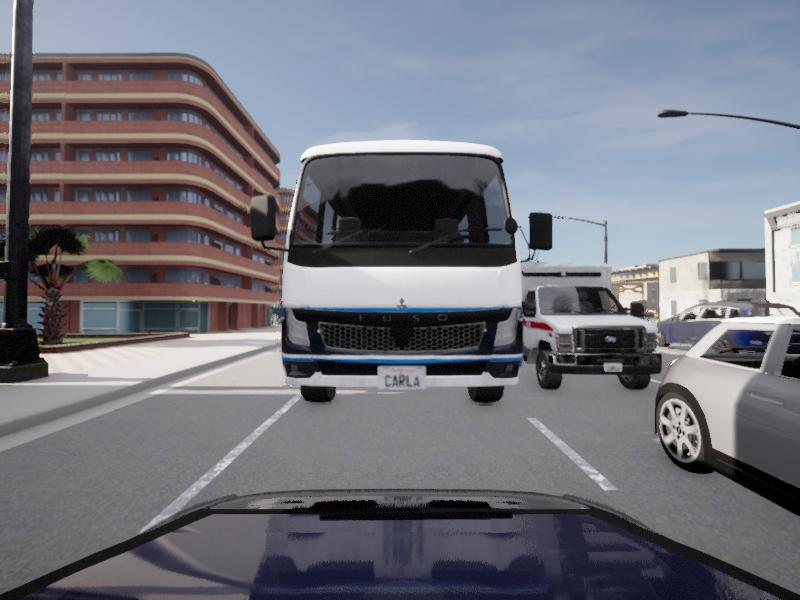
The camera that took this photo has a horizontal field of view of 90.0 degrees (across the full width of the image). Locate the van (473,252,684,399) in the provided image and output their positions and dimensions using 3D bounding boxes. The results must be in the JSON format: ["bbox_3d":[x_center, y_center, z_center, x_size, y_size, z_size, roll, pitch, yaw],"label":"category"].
[{"bbox_3d":[3.554,0.470,9.834,2.351,2.431,6.366,0,-1,0],"label":"van"}]

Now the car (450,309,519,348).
[{"bbox_3d":[3.417,1.124,17.111,1.812,1.442,4.674,0,-2,-2],"label":"car"}]

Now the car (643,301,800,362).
[{"bbox_3d":[10.572,0.913,13.229,2.242,1.667,4.611,0,-1,0],"label":"car"}]

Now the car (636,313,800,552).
[{"bbox_3d":[3.522,0.862,2.415,1.970,1.475,3.806,0,0,1],"label":"car"}]

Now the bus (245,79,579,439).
[{"bbox_3d":[0.176,-0.442,9.882,3.944,4.253,10.273,0,-1,0],"label":"bus"}]
